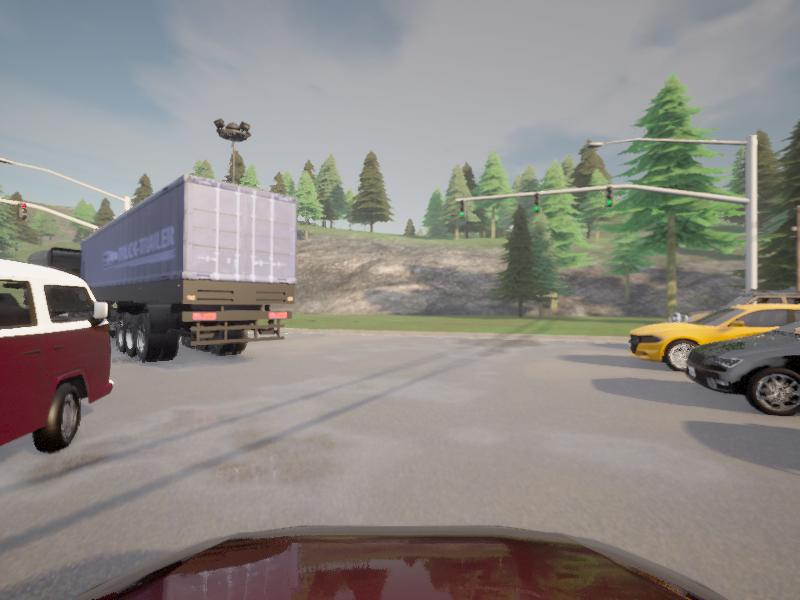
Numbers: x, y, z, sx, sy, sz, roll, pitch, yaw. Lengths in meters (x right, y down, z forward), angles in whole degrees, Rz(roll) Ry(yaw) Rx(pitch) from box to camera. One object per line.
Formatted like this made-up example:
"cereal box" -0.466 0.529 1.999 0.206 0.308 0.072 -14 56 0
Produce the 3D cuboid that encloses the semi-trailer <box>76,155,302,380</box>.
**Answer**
"semi-trailer" -8.425 -0.617 13.804 14.254 4.402 2.717 0 -1 45

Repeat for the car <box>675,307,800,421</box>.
"car" 6.670 0.856 5.727 4.193 1.474 1.816 0 0 21

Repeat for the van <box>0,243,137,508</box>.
"van" -4.100 0.576 2.948 2.069 2.038 4.480 1 0 -11

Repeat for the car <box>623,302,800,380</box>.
"car" 8.005 0.827 8.979 5.008 1.535 1.882 0 0 20

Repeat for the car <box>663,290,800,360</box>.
"car" 10.647 0.660 11.716 4.605 1.855 1.932 1 0 21

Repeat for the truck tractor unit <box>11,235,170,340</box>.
"truck tractor unit" -14.468 -0.507 18.751 6.516 4.208 3.053 0 0 23
